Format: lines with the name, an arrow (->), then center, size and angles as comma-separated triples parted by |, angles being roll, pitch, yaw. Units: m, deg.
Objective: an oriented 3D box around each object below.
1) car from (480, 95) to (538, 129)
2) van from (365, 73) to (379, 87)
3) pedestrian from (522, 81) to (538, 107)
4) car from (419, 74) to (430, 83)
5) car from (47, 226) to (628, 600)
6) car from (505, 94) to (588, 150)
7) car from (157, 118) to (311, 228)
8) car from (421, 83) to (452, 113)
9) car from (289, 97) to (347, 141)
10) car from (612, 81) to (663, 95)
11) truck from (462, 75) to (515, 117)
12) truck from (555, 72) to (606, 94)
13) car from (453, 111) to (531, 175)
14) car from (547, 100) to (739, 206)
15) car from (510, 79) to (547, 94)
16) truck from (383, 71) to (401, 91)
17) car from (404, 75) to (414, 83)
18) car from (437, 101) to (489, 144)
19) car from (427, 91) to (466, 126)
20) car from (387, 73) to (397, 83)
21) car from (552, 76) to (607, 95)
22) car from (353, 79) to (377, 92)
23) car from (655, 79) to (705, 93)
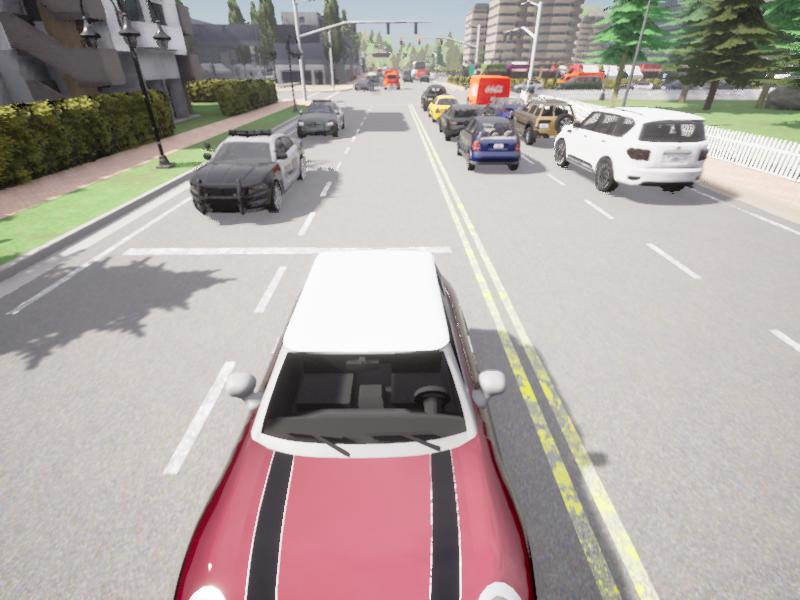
car -> 6.406, -11.433, 24.161 | 2.163, 1.488, 4.792 | 0, 30, -1
van -> -4.878, -38.690, 70.306 | 2.069, 2.038, 4.480 | 0, 30, -1
pedestrian -> 10.504, -16.649, 32.379 | 0.751, 1.860, 0.751 | 0, 30, 0
car -> 5.332, -48.497, 87.519 | 1.930, 1.638, 5.238 | 0, 30, -1
car -> -0.234, 0.765, 3.252 | 1.970, 1.475, 3.806 | 0, 30, -1
car -> 6.503, -8.314, 18.421 | 1.932, 1.855, 4.605 | 0, 30, -1
car -> -3.865, -3.613, 10.586 | 1.930, 1.638, 5.238 | 0, 30, -1
car -> 2.777, -16.073, 31.713 | 1.932, 1.855, 4.605 | 0, 30, -1
car -> -4.036, -9.449, 20.691 | 2.038, 1.542, 4.974 | 0, 31, -1
car -> 29.676, -26.563, 50.072 | 4.974, 1.542, 2.038 | -1, 30, -2
truck -> 6.313, -15.074, 29.420 | 2.627, 2.467, 5.204 | 0, 30, -1
truck -> 23.659, -28.613, 52.657 | 5.204, 2.467, 2.627 | -1, 30, -2
car -> 3.076, -5.679, 14.222 | 1.789, 1.549, 3.705 | 0, 30, -1
car -> 6.610, -4.674, 12.016 | 2.150, 2.045, 5.566 | 0, 30, -1
car -> 16.870, -28.150, 52.699 | 3.988, 1.617, 1.851 | 0, 30, 0
truck -> -1.211, -33.115, 60.323 | 2.627, 2.467, 5.204 | 0, 30, -1
car -> 1.839, -48.138, 87.082 | 2.007, 1.525, 4.514 | 0, 30, -1
car -> 2.981, -8.829, 19.699 | 1.816, 1.474, 4.193 | 0, 30, -1
car -> 2.879, -12.393, 25.704 | 1.801, 1.575, 5.366 | 0, 30, -1
car -> -1.634, -47.381, 85.449 | 2.097, 1.767, 4.553 | 0, 30, -1
car -> 22.231, -26.641, 49.684 | 5.566, 2.045, 2.150 | -1, 30, -2
car -> -4.900, -30.295, 56.504 | 1.812, 1.442, 4.674 | 8, 31, 13
car -> 37.280, -28.527, 53.333 | 4.856, 1.649, 2.033 | -1, 30, -2
